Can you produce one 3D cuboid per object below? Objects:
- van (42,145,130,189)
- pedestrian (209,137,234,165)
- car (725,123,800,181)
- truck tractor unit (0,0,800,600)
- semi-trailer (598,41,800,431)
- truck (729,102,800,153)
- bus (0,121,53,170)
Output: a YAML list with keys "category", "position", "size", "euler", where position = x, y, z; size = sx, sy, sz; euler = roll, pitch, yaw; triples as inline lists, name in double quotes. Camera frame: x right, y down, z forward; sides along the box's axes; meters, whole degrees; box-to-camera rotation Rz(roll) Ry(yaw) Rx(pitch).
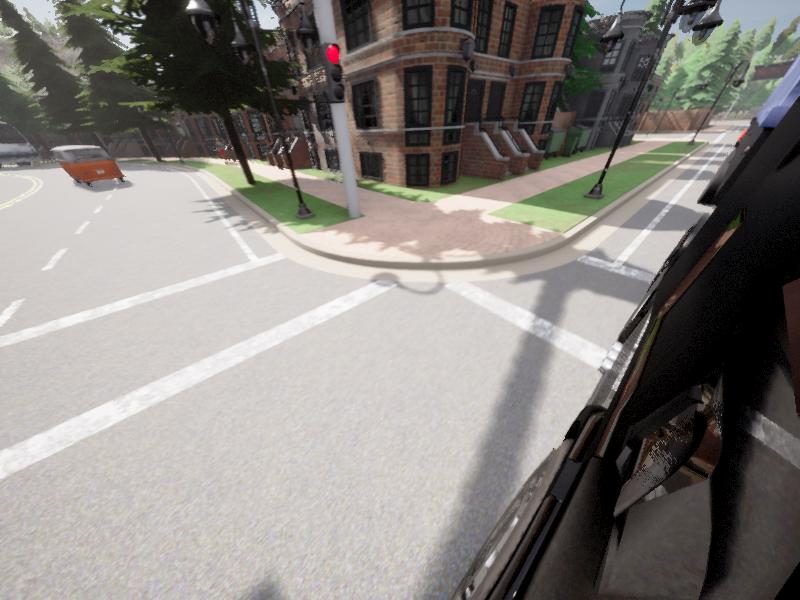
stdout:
- category: "van"
  position: [-19.174, -8.243, 14.143]
  size: [4.442, 1.987, 1.775]
  euler: [19, 42, 26]
- category: "pedestrian"
  position: [-14.699, -12.289, 19.072]
  size: [0.751, 1.860, 0.751]
  euler: [23, 44, 30]
- category: "car"
  position: [16.416, -6.578, 10.022]
  size: [5.238, 1.638, 1.930]
  euler: [-28, 44, -30]
- category: "truck tractor unit"
  position: [2.645, -0.295, 0.351]
  size: [6.516, 4.208, 3.053]
  euler: [-28, 44, -30]
- category: "semi-trailer"
  position: [8.702, -3.603, 4.222]
  size: [14.254, 4.402, 2.717]
  euler: [-28, 44, -30]
- category: "truck"
  position: [25.381, -11.699, 15.603]
  size: [5.204, 2.467, 2.627]
  euler: [-28, 44, -30]
- category: "bus"
  position: [-48.291, -17.397, 26.232]
  size: [10.273, 4.253, 3.944]
  euler: [2, 37, 6]
